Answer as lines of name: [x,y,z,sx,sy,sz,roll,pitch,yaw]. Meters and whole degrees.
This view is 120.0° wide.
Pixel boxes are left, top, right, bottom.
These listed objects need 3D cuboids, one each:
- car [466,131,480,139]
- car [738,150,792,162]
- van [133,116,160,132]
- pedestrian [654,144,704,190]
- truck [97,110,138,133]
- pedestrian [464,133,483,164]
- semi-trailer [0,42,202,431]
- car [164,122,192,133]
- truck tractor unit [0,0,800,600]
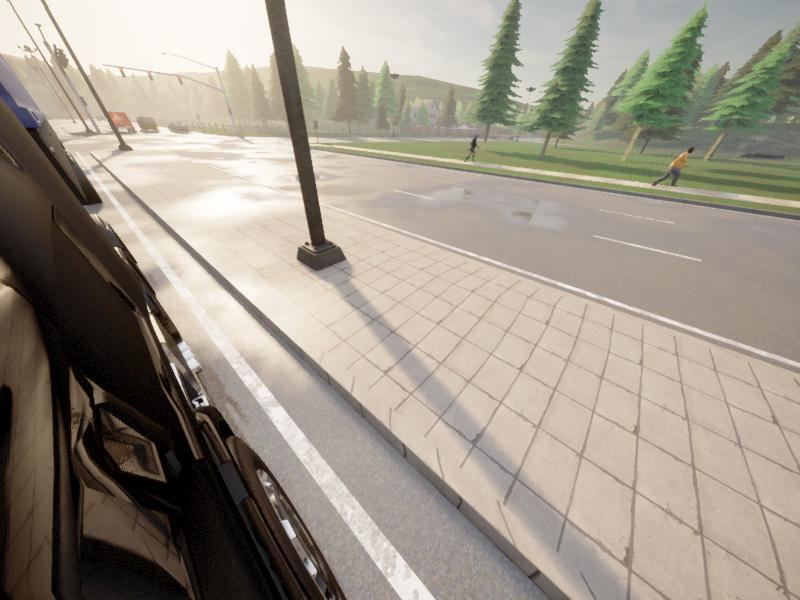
car: [25.621,-57.656,80.649,2.150,2.045,5.566,29,44,30]
car: [62.895,-25.000,39.972,4.718,1.301,1.895,23,41,25]
van: [-42.327,-29.372,38.566,4.442,1.987,1.775,28,44,30]
pedestrian: [13.877,-6.653,11.574,0.751,1.860,0.751,29,44,31]
truck: [-42.908,-27.137,35.149,5.204,2.467,2.627,29,44,29]
pedestrian: [5.443,-11.254,17.189,0.751,1.860,0.751,28,44,30]
semi-trailer: [-8.698,-3.606,4.226,14.254,4.402,2.717,28,44,30]
car: [-38.395,-29.769,39.841,5.357,1.411,2.033,28,44,30]
truck tractor unit: [-2.645,-0.295,0.351,6.516,4.208,3.053,28,44,30]
